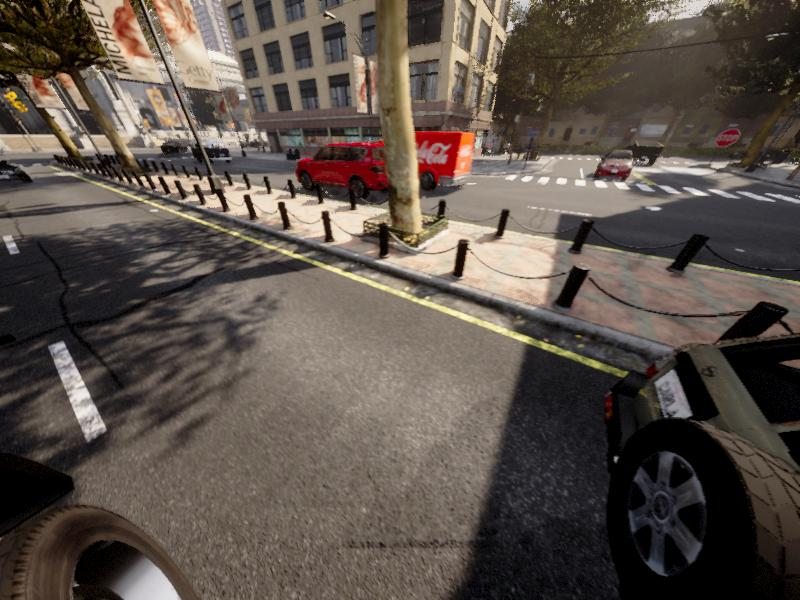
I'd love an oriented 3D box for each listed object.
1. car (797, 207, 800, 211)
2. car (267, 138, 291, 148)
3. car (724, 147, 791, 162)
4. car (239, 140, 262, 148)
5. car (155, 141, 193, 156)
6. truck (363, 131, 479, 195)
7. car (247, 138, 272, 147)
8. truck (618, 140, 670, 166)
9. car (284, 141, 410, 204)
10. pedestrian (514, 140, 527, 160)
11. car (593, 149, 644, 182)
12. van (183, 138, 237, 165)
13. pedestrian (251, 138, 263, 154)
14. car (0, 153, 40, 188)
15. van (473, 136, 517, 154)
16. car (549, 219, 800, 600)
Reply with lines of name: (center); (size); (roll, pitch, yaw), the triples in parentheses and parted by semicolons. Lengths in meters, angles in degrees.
car: (17.258, -2.982, 6.935); (1.882, 1.535, 5.008); (-14, 38, -18)
car: (-30.033, -39.170, 57.547); (1.932, 1.855, 4.605); (21, 40, 26)
car: (45.499, -18.713, 29.604); (4.181, 1.385, 1.994); (22, 41, 28)
car: (-34.030, -35.510, 52.644); (1.970, 1.475, 3.806); (21, 40, 26)
car: (-33.064, -22.475, 34.066); (1.930, 1.638, 5.238); (-11, 37, -14)
truck: (0.993, -7.446, 12.322); (5.204, 2.467, 2.627); (21, 40, 26)
car: (-30.986, -34.765, 51.043); (1.851, 1.617, 3.988); (21, 40, 26)
truck: (26.546, -16.374, 25.506); (2.390, 2.098, 6.274); (19, 40, 25)
car: (-2.513, -6.192, 10.884); (5.566, 2.045, 2.150); (21, 40, 26)
pedestrian: (13.772, -17.214, 26.491); (0.751, 1.860, 0.751); (21, 40, 26)
car: (14.716, -9.259, 15.751); (1.851, 1.617, 3.988); (23, 41, 28)
van: (-18.770, -14.725, 22.852); (4.480, 2.038, 2.069); (21, 40, 26)
pedestrian: (-20.737, -22.403, 33.568); (0.751, 1.860, 0.751); (23, 41, 29)
car: (-22.648, -7.027, 12.428); (4.674, 1.442, 1.812); (12, 37, 15)
van: (16.726, -27.579, 41.019); (6.366, 2.431, 2.351); (21, 40, 26)
car: (3.112, 1.493, 0.183); (4.605, 1.855, 1.932); (21, 40, 26)
